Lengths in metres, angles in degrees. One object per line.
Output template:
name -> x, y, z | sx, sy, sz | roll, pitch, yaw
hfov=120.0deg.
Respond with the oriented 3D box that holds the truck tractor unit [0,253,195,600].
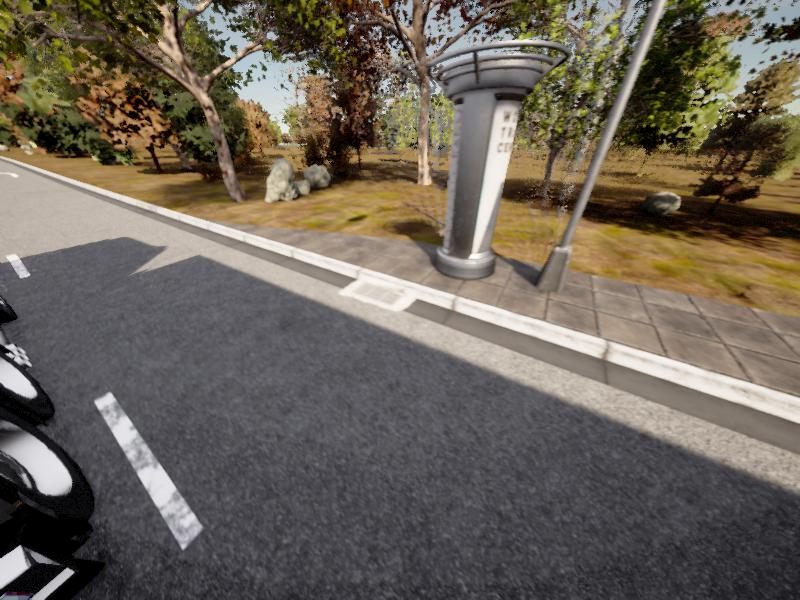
truck tractor unit -> -5.092, -0.320, 0.803 | 6.516, 4.208, 3.053 | 19, 39, 25
